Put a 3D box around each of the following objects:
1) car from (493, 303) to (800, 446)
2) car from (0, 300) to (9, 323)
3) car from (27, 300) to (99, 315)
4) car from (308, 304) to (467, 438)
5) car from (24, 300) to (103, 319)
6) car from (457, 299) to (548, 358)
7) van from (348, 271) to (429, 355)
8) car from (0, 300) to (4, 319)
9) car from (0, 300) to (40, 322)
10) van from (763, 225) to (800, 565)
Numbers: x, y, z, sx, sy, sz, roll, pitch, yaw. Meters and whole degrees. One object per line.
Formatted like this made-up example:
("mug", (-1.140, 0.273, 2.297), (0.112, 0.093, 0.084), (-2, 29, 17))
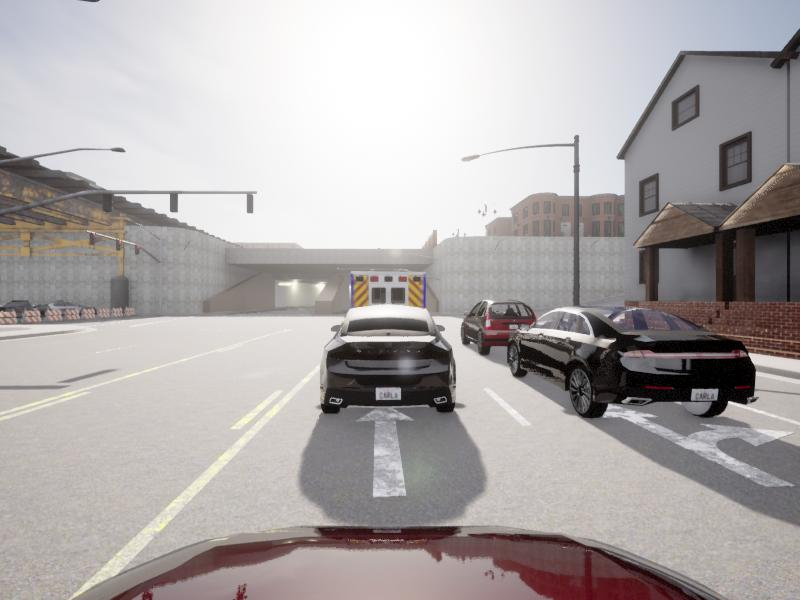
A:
("car", (3.293, 0.836, 6.852), (2.128, 1.511, 4.902), (0, 0, -2))
("car", (-28.966, 0.796, 26.003), (2.038, 1.542, 4.974), (0, 0, 42))
("car", (-30.092, 0.638, 35.903), (1.853, 1.218, 4.536), (0, 0, 27))
("car", (-0.209, 0.844, 7.073), (1.837, 1.490, 4.892), (0, 0, -2))
("car", (-30.069, 0.796, 35.949), (2.038, 1.542, 4.974), (0, 0, 27))
("car", (3.116, 0.788, 13.044), (1.851, 1.617, 3.988), (0, 0, -2))
("van", (-0.436, 0.378, 14.773), (2.351, 2.431, 6.366), (0, 0, -2))
("car", (-29.000, 0.638, 25.964), (1.853, 1.218, 4.536), (0, 0, 42))
("car", (-29.116, 0.796, 30.609), (2.038, 1.542, 4.974), (0, 0, -38))
("van", (3.492, 0.572, 0.423), (2.069, 2.038, 4.480), (0, 0, -2))
